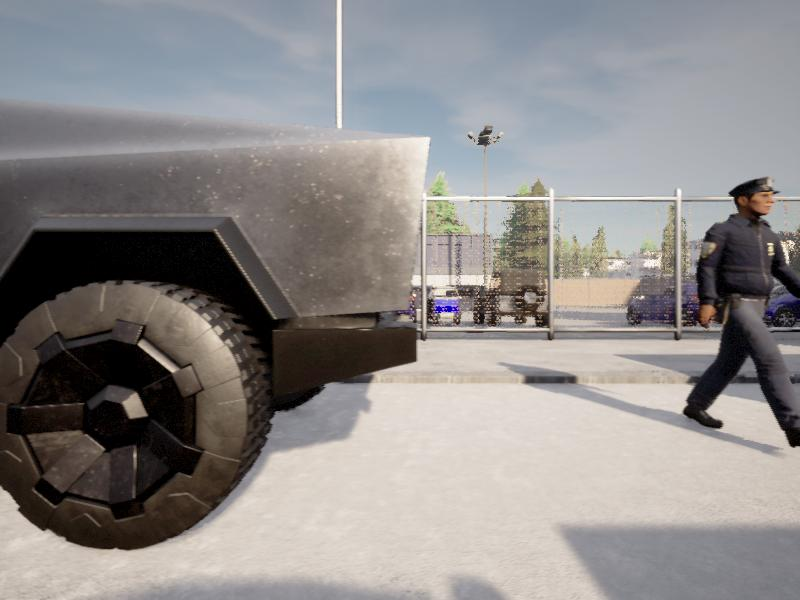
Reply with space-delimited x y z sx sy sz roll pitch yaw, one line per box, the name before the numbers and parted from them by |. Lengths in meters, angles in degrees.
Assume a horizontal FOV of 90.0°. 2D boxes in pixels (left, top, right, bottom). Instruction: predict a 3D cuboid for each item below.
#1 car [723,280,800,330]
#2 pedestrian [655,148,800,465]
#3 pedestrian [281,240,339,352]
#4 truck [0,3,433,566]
car | 13.319 0.147 13.301 3.705 1.547 1.789 0 0 0
pedestrian | 2.417 0.038 2.808 0.751 1.860 0.751 0 0 -15
pedestrian | -1.594 -0.067 7.166 0.751 1.860 0.751 0 0 17
truck | -3.011 -0.058 2.691 6.274 2.098 2.390 0 0 0
